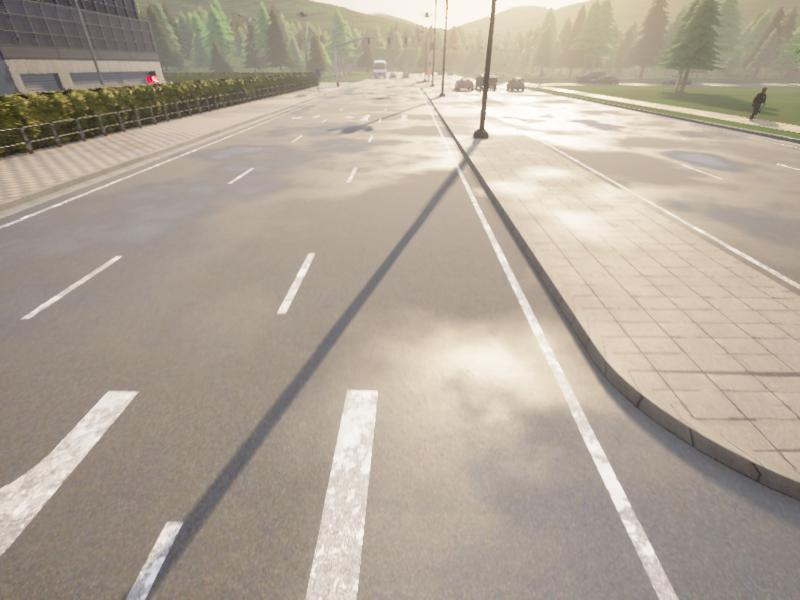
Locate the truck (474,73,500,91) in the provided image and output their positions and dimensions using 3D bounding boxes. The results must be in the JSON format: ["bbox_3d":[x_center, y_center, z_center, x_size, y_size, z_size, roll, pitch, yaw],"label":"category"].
[{"bbox_3d":[12.481,-31.729,58.075,2.390,2.098,6.274,0,30,0],"label":"truck"}]

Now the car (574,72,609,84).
[{"bbox_3d":[36.993,-42.996,77.415,5.566,2.045,2.150,1,30,1],"label":"car"}]

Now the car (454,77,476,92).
[{"bbox_3d":[8.947,-29.957,55.520,2.152,1.651,5.027,0,30,1],"label":"car"}]

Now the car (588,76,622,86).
[{"bbox_3d":[36.543,-39.230,71.518,4.892,1.490,1.837,1,30,1],"label":"car"}]

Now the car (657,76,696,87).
[{"bbox_3d":[47.175,-37.303,68.308,4.902,1.511,2.128,1,30,1],"label":"car"}]

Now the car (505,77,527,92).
[{"bbox_3d":[15.943,-29.668,55.056,1.851,1.617,3.988,0,30,1],"label":"car"}]

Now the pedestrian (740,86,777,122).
[{"bbox_3d":[21.142,-11.597,23.626,0.751,1.860,0.751,1,30,2],"label":"pedestrian"}]
